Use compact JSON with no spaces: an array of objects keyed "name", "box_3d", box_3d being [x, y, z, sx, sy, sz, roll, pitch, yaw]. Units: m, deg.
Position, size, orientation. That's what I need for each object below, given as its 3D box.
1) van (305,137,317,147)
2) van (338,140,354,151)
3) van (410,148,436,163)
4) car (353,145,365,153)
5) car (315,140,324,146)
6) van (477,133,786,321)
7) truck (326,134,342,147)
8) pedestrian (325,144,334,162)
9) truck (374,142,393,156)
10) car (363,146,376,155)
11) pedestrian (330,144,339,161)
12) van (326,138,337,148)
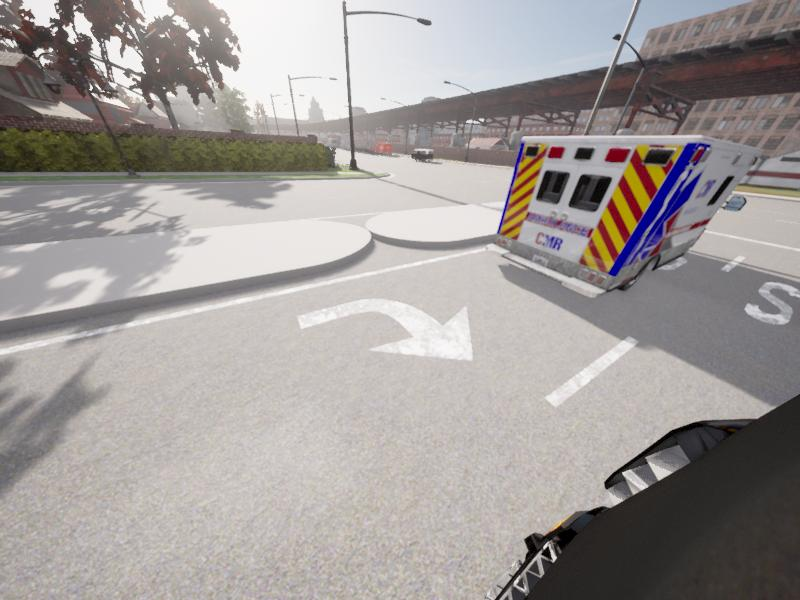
[{"name":"van","box_3d":[-28.331,-50.427,73.690,1.988,2.561,5.915,-16,39,-26]},{"name":"van","box_3d":[-15.956,-45.511,67.895,2.351,2.431,6.366,-16,39,-26]},{"name":"van","box_3d":[4.047,-26.376,42.148,2.069,2.038,4.480,-22,42,-33]},{"name":"car","box_3d":[-10.879,-39.844,60.952,1.789,1.549,3.705,-16,39,-26]},{"name":"car","box_3d":[-30.997,-60.771,89.305,1.801,1.575,5.366,-16,39,-26]},{"name":"van","box_3d":[5.182,-2.044,5.244,6.366,2.431,2.351,-16,38,-26]},{"name":"truck","box_3d":[-24.438,-58.966,85.306,2.891,3.827,8.468,-16,39,-26]},{"name":"pedestrian","box_3d":[-8.894,-18.463,29.079,0.751,1.860,0.751,-16,38,-26]},{"name":"truck","box_3d":[-4.163,-37.252,57.058,2.627,2.467,5.204,-15,39,-26]},{"name":"car","box_3d":[-7.483,-36.307,56.168,1.789,1.549,3.705,-16,39,-26]},{"name":"pedestrian","box_3d":[-9.044,-20.448,32.052,0.751,1.860,0.751,-17,38,-27]},{"name":"van","box_3d":[-23.123,-53.037,77.961,1.988,2.561,5.915,-16,39,-26]}]
